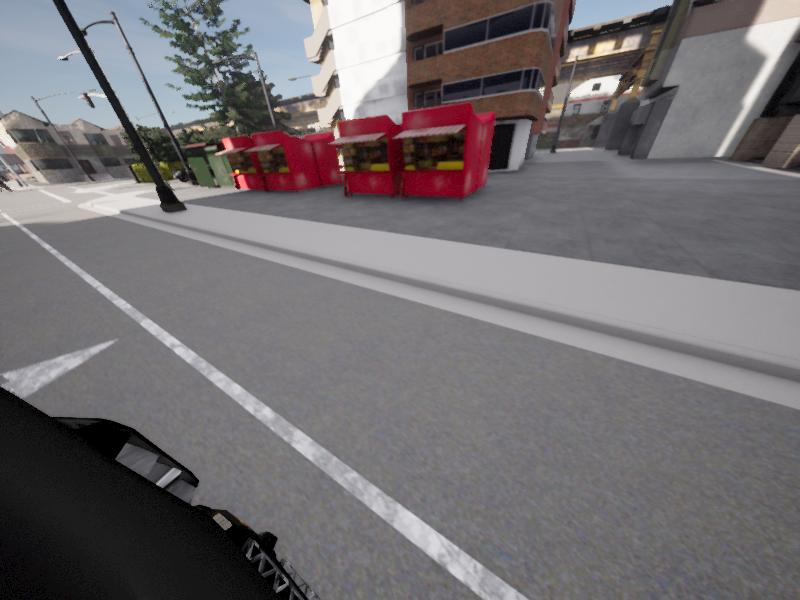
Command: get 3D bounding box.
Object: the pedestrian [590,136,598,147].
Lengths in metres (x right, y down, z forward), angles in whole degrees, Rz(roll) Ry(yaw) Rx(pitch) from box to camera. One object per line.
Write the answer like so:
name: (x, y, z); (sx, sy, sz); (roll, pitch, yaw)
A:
pedestrian: (39.397, -32.193, 46.917); (0.751, 1.860, 0.751); (14, 37, 26)

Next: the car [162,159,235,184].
car: (-22.945, -14.917, 26.675); (2.150, 2.045, 5.566); (16, 38, 27)

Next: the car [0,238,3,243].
car: (-16.523, -2.683, 7.959); (4.792, 1.488, 2.163); (16, 38, 26)

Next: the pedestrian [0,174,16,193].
pedestrian: (-46.357, -13.460, 26.804); (0.751, 1.860, 0.751); (-1, 33, 4)
